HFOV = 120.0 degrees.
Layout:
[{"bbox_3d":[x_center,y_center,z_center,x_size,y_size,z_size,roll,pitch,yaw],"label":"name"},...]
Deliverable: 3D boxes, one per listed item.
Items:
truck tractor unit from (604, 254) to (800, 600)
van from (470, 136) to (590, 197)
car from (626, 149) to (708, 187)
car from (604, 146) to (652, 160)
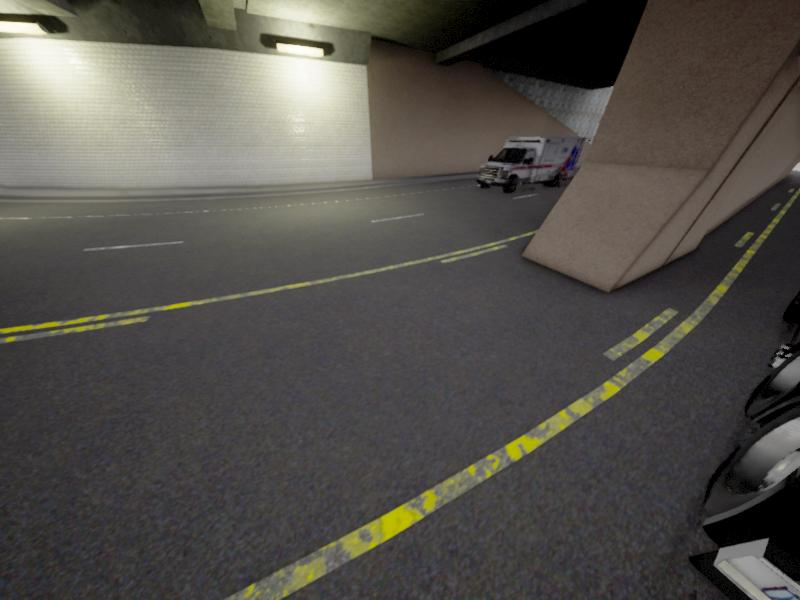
[{"bbox_3d":[5.090,-0.322,0.804,6.516,4.208,3.053,-19,39,-25],"label":"truck tractor unit"},{"bbox_3d":[7.251,-7.647,12.924,6.366,2.431,2.351,-20,40,-26],"label":"van"},{"bbox_3d":[17.245,-8.651,14.934,4.605,1.855,1.932,-19,39,-27],"label":"car"},{"bbox_3d":[33.782,-21.859,34.367,2.007,1.525,4.514,-15,38,-21],"label":"car"}]
